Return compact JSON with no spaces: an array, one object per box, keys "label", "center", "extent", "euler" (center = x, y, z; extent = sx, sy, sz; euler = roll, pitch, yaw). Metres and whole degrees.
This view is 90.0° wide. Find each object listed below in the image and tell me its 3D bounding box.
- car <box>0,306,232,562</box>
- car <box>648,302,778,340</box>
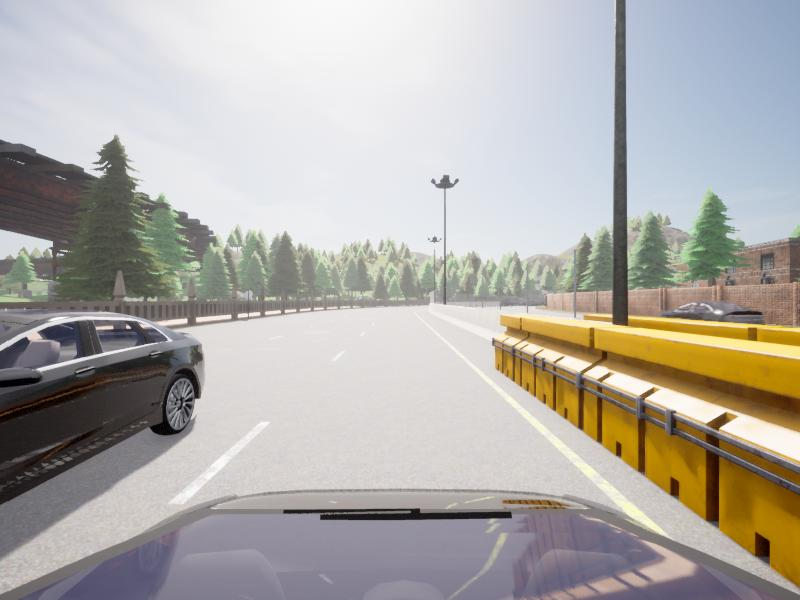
[{"label":"car","center":[-3.500,0.837,3.363],"extent":[2.128,1.511,4.902],"euler":[0,0,0]},{"label":"car","center":[14.003,0.840,18.392],"extent":[2.128,1.511,4.902],"euler":[0,0,0]}]
